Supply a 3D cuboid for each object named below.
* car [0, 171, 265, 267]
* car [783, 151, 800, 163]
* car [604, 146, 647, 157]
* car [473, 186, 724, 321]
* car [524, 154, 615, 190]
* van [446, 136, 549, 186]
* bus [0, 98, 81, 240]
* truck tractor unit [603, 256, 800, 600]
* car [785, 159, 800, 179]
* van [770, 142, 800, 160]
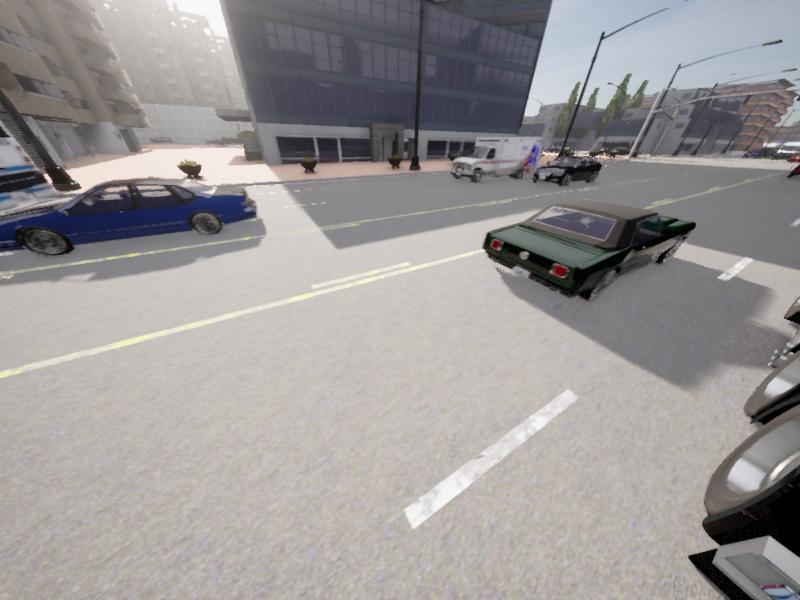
[{"bbox_3d":[-6.955,-2.479,6.290,5.357,1.411,2.033,-17,39,-24],"label":"car"},{"bbox_3d":[57.301,-19.783,32.076,4.181,1.385,1.994,2,35,1],"label":"car"},{"bbox_3d":[40.115,-26.559,41.293,1.882,1.535,5.008,-16,38,-24],"label":"car"},{"bbox_3d":[4.083,-1.330,4.811,4.718,1.301,1.895,-17,39,-24],"label":"car"},{"bbox_3d":[10.386,-7.981,14.220,4.902,1.511,2.128,-17,39,-24],"label":"car"},{"bbox_3d":[6.473,-9.414,15.448,6.366,2.431,2.351,-17,39,-24],"label":"van"},{"bbox_3d":[-16.100,-3.025,4.408,10.273,4.253,3.944,-17,38,-24],"label":"bus"},{"bbox_3d":[5.094,-0.318,0.798,6.516,4.208,3.053,-19,39,-25],"label":"truck tractor unit"},{"bbox_3d":[31.803,-10.129,17.496,4.193,1.474,1.816,-17,39,-24],"label":"car"},{"bbox_3d":[69.736,-26.715,41.417,5.915,2.561,1.988,-17,38,-24],"label":"van"}]
